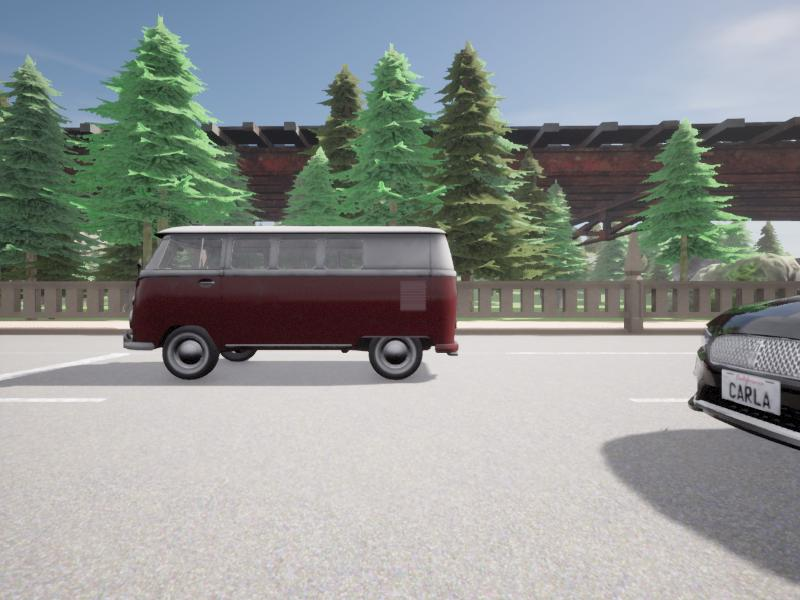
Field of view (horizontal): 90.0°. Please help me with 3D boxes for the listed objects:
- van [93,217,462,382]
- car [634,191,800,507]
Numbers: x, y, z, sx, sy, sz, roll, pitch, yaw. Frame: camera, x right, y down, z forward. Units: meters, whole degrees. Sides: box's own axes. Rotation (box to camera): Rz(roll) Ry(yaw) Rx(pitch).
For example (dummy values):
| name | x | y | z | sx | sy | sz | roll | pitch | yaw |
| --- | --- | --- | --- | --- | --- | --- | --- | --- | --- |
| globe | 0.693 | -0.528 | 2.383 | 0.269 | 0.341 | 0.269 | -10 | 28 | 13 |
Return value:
| name | x | y | z | sx | sy | sz | roll | pitch | yaw |
| --- | --- | --- | --- | --- | --- | --- | --- | --- | --- |
| van | -1.470 | -0.002 | 5.700 | 4.442 | 1.987 | 1.775 | 0 | 0 | 0 |
| car | 4.363 | 0.237 | 2.200 | 4.902 | 1.511 | 2.128 | 0 | 0 | 0 |
